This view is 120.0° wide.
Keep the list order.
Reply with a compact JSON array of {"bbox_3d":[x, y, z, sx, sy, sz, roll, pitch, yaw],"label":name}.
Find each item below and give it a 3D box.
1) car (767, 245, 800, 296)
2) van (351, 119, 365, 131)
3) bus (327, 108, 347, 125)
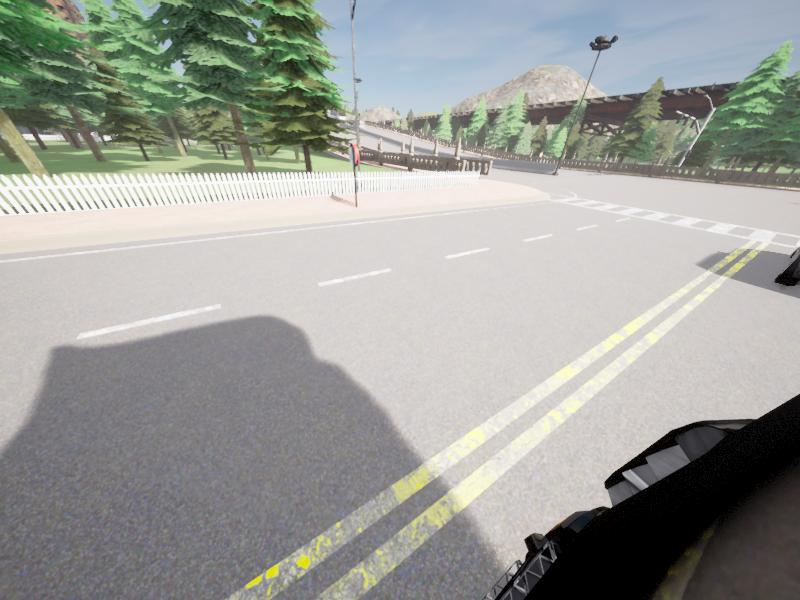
[{"bbox_3d":[10.424,-1.064,4.743,4.553,1.767,2.097,-16,38,-26],"label":"car"},{"bbox_3d":[-13.930,-57.627,76.058,2.351,2.431,6.366,-17,46,-27],"label":"van"},{"bbox_3d":[-23.875,-69.654,87.476,3.944,4.253,10.273,-17,43,-27],"label":"bus"}]
